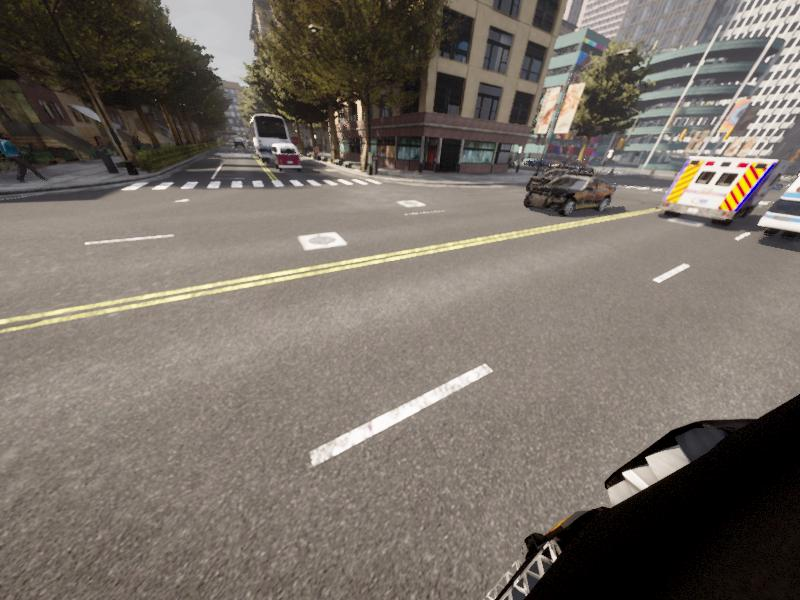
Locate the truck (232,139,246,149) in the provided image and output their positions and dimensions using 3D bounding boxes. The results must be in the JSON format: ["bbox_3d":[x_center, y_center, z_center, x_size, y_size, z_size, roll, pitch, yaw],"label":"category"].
[{"bbox_3d":[-42.259,-41.075,60.733,2.390,2.098,6.274,-16,38,-26],"label":"truck"}]

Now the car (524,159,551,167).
[{"bbox_3d":[30.474,-30.431,51.343,1.895,1.301,4.718,-15,38,-26],"label":"car"}]

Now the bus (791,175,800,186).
[{"bbox_3d":[68.454,-20.536,36.811,10.273,4.253,3.944,-16,38,-26],"label":"bus"}]

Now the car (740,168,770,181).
[{"bbox_3d":[65.561,-23.126,42.651,4.605,1.855,1.932,-15,38,-26],"label":"car"}]

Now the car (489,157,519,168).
[{"bbox_3d":[19.036,-25.351,42.586,1.812,1.442,4.674,-15,38,-26],"label":"car"}]

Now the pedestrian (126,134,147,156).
[{"bbox_3d":[-28.243,-16.623,24.801,0.751,1.860,0.751,-19,40,-30],"label":"pedestrian"}]

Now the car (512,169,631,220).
[{"bbox_3d":[8.039,-5.072,10.833,5.238,1.638,1.930,-15,38,-26],"label":"car"}]

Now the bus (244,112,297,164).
[{"bbox_3d":[-15.915,-19.298,27.992,3.944,4.253,10.273,-15,36,-26],"label":"bus"}]

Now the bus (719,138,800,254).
[{"bbox_3d":[16.883,-4.210,7.879,10.273,4.253,3.944,-15,37,-26],"label":"bus"}]

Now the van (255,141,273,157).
[{"bbox_3d":[-22.574,-25.105,38.302,1.775,1.987,4.442,-15,38,-26],"label":"van"}]

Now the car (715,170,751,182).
[{"bbox_3d":[52.729,-19.612,36.568,3.633,1.501,1.845,-10,36,-19],"label":"car"}]

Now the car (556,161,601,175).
[{"bbox_3d":[27.682,-20.587,36.010,2.038,1.542,4.974,-16,38,-26],"label":"car"}]

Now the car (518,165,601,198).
[{"bbox_3d":[10.702,-8.025,15.519,5.238,1.638,1.930,-15,38,-25],"label":"car"}]

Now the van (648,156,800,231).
[{"bbox_3d":[15.079,-5.102,10.744,6.366,2.431,2.351,-15,38,-26],"label":"van"}]

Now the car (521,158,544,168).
[{"bbox_3d":[28.034,-29.091,48.906,1.845,1.501,3.633,-15,38,-26],"label":"car"}]

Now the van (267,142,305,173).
[{"bbox_3d":[-10.109,-12.632,20.416,2.069,2.038,4.480,-16,38,-26],"label":"van"}]

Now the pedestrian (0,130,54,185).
[{"bbox_3d":[-15.801,-5.860,9.546,0.751,1.860,0.751,-16,38,-27],"label":"pedestrian"}]
